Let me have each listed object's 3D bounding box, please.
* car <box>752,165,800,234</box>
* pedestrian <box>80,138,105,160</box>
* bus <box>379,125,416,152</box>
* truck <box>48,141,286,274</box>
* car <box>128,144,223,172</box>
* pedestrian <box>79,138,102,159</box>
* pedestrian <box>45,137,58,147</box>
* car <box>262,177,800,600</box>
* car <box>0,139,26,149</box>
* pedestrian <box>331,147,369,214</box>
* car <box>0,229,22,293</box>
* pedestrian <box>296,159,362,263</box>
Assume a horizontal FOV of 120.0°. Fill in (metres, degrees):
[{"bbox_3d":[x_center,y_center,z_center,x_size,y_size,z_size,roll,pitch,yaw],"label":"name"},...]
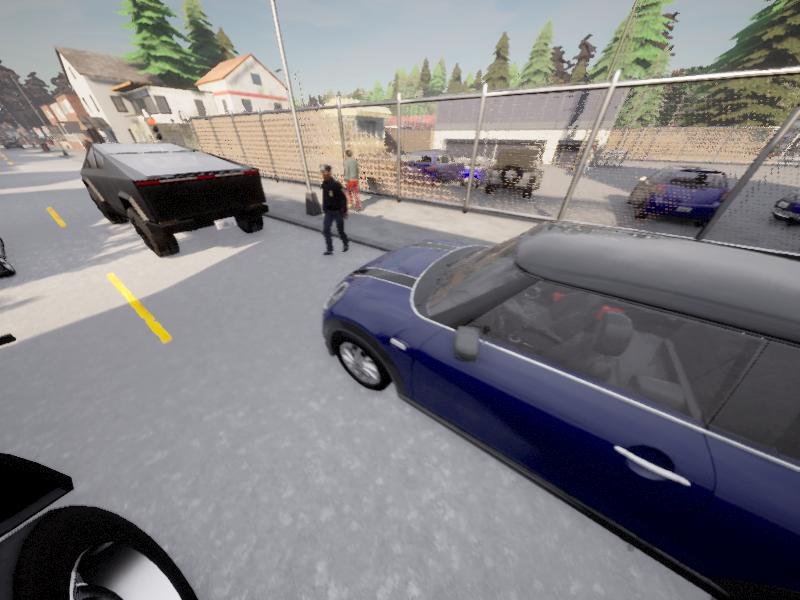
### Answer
[{"bbox_3d":[13.130,-2.446,6.031,3.705,1.547,1.789,22,40,27],"label":"car"},{"bbox_3d":[-32.011,-15.717,24.077,0.751,1.860,0.751,28,44,33],"label":"pedestrian"},{"bbox_3d":[-0.754,-35.511,50.582,3.944,4.253,10.273,-17,39,-19],"label":"bus"},{"bbox_3d":[-6.337,-2.979,6.260,6.274,2.098,2.390,22,40,27],"label":"truck"},{"bbox_3d":[-18.578,-12.062,19.438,1.930,1.638,5.238,25,42,31],"label":"car"},{"bbox_3d":[-33.795,-16.547,25.238,0.751,1.860,0.751,28,44,33],"label":"pedestrian"},{"bbox_3d":[-75.042,-34.082,49.767,0.751,1.860,0.751,21,40,27],"label":"pedestrian"},{"bbox_3d":[1.329,0.202,2.079,4.553,1.767,2.097,22,40,27],"label":"car"},{"bbox_3d":[-75.467,-30.363,44.996,4.974,1.542,2.038,22,40,27],"label":"car"},{"bbox_3d":[-1.613,-3.961,7.680,0.751,1.860,0.751,-28,44,-34],"label":"pedestrian"},{"bbox_3d":[-9.152,-1.015,4.083,4.181,1.385,1.994,22,40,27],"label":"car"},{"bbox_3d":[-1.394,-1.843,4.857,0.751,1.860,0.751,12,37,16],"label":"pedestrian"}]
